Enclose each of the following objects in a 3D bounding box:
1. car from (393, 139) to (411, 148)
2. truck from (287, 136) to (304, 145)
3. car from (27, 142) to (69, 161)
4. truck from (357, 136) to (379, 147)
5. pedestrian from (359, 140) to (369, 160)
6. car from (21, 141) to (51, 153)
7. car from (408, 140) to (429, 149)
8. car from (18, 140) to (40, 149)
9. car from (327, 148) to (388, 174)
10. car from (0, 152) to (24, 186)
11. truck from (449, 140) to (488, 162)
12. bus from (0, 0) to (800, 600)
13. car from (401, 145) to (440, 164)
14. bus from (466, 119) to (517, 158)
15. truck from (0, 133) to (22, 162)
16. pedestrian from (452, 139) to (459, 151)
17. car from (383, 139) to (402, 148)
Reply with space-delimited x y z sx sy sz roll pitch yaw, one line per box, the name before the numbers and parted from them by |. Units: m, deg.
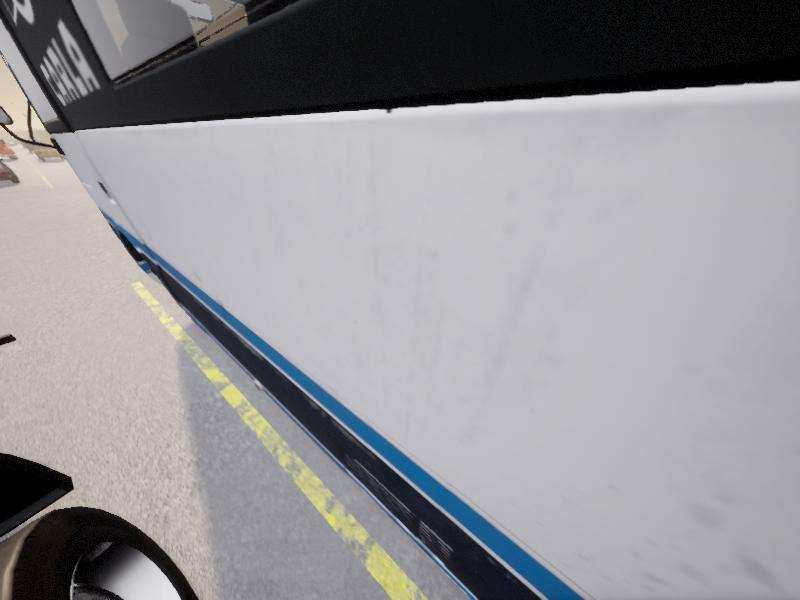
car | 0.494 -42.537 62.694 4.605 1.855 1.932 20 40 26
truck | -36.854 -56.342 81.475 5.204 2.467 2.627 20 40 26
car | -39.604 -16.720 25.959 5.366 1.575 1.801 23 41 28
truck | -8.821 -43.788 63.877 5.204 2.467 2.627 20 40 26
pedestrian | -4.097 -17.204 26.433 0.751 1.860 0.751 15 38 20
car | -57.303 -24.102 36.364 4.892 1.490 1.837 23 41 28
car | 4.574 -38.593 57.312 4.856 1.649 2.033 20 40 26
car | -77.866 -32.715 48.427 4.892 1.490 1.837 23 41 28
car | -3.258 -11.517 18.986 2.128 1.511 4.902 21 40 26
car | -23.346 -7.428 12.874 3.988 1.617 1.851 23 41 28
truck | 8.515 -18.451 28.416 2.390 2.098 6.274 21 40 26
bus | 0.886 -0.735 1.272 10.273 4.253 3.944 23 41 29
car | 2.371 -16.489 26.088 2.128 1.511 4.902 21 40 26
bus | 13.988 -24.286 34.874 3.944 4.253 10.273 21 40 26
truck | -43.321 -16.150 24.357 5.204 2.467 2.627 22 41 29
pedestrian | 10.455 -28.965 43.259 0.751 1.860 0.751 24 41 29
car | -2.061 -41.053 60.643 4.553 1.767 2.097 20 40 26
